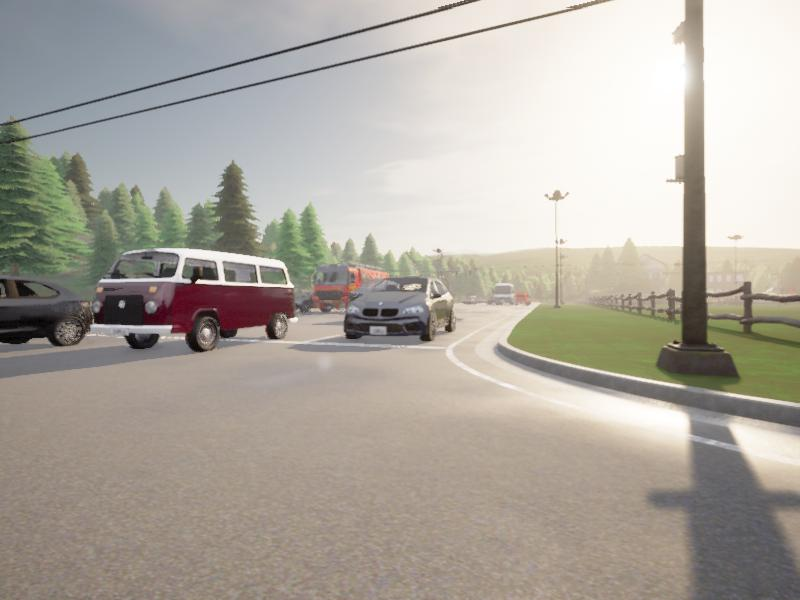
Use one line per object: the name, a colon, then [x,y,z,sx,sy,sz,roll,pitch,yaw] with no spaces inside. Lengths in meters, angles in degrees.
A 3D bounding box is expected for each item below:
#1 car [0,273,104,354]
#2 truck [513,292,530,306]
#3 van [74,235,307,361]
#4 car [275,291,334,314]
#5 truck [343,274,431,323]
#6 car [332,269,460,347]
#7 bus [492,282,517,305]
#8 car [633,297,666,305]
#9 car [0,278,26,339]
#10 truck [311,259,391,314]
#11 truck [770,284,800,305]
car: [-8.199,0.253,7.348,1.816,1.474,4.193,0,0,16]
truck: [22.531,-0.256,73.987,2.627,2.467,5.204,0,0,20]
van: [-4.124,-0.032,8.903,2.069,2.038,4.480,0,0,16]
car: [-7.465,0.175,31.882,2.152,1.651,5.027,0,0,20]
truck: [-0.399,-0.062,20.518,2.390,2.098,6.274,0,0,19]
car: [0.187,0.150,11.170,2.242,1.667,4.611,0,1,17]
bus: [21.047,-1.150,79.855,3.944,4.253,10.273,0,0,20]
car: [48.827,0.161,78.457,5.238,1.638,1.930,0,0,19]
car: [-11.515,0.221,8.478,1.882,1.535,5.008,0,0,16]
truck: [-3.612,-0.927,32.268,2.891,3.827,8.468,0,0,20]
truck: [73.895,-0.933,73.361,8.468,3.827,2.891,0,0,19]
